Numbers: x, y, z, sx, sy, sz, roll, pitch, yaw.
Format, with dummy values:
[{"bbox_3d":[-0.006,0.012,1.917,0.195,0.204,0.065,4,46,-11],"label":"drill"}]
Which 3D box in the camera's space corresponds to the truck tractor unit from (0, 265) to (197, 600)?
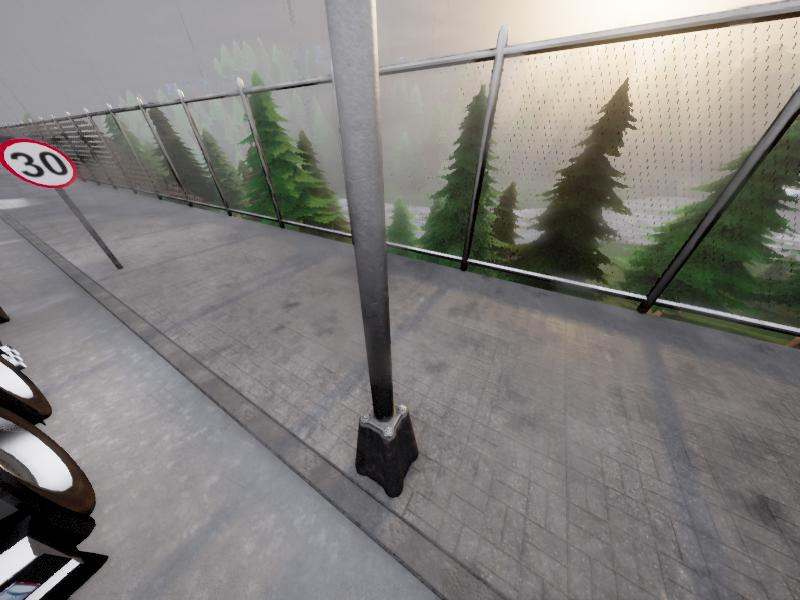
[{"bbox_3d":[-5.113,-0.299,0.778,6.516,4.208,3.053,18,39,24],"label":"truck tractor unit"}]
